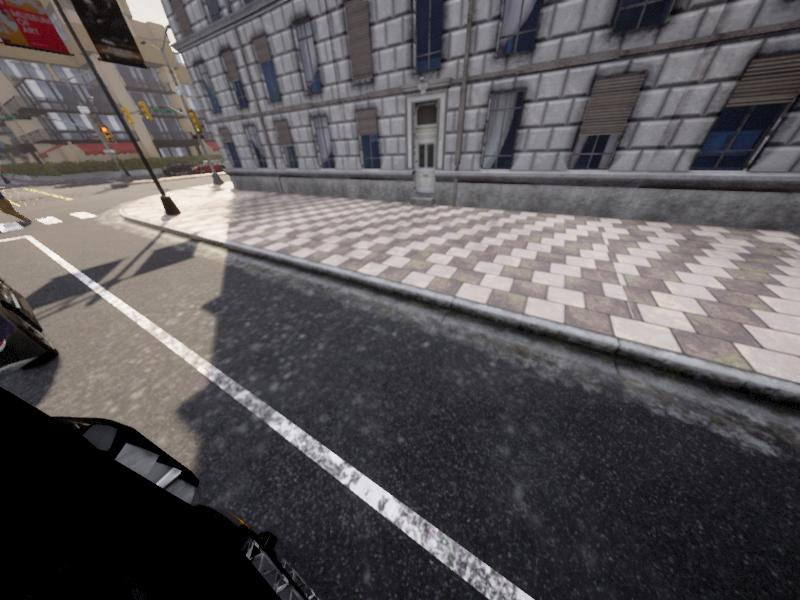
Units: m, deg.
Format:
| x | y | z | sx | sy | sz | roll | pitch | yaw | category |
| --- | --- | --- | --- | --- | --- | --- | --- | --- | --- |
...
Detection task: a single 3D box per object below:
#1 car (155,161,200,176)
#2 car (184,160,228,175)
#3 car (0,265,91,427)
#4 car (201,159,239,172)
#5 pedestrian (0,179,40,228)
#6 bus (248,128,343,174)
| x | y | z | sx | sy | sz | roll | pitch | yaw | category |
| --- | --- | --- | --- | --- | --- | --- | --- | --- | --- |
| -29.917 | -17.789 | 31.196 | 1.789 | 1.549 | 3.705 | 16 | 38 | 26 | car |
| -25.921 | -17.841 | 31.068 | 1.970 | 1.475 | 3.806 | 16 | 38 | 26 | car |
| -6.309 | 0.163 | 2.613 | 4.856 | 1.649 | 2.033 | 16 | 38 | 26 | car |
| -27.197 | -20.455 | 35.070 | 1.970 | 1.475 | 3.806 | 16 | 38 | 26 | car |
| -15.827 | -3.940 | 9.163 | 0.751 | 1.860 | 0.751 | 15 | 38 | 25 | pedestrian |
| -12.854 | -19.502 | 30.152 | 3.944 | 4.253 | 10.273 | 17 | 38 | 27 | bus |
